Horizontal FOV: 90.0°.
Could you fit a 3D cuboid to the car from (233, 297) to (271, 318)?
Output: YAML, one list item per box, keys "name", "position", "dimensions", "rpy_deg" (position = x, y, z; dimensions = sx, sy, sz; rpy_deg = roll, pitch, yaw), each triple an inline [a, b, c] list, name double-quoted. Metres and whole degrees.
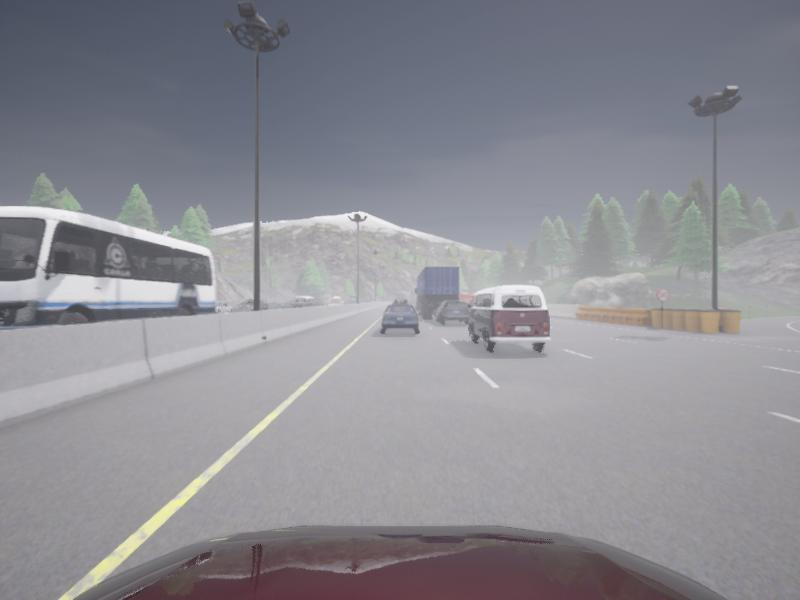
- name: "car"
  position: [-13.988, 0.660, 38.179]
  dimensions: [1.932, 1.855, 4.605]
  rpy_deg: [0, 0, 0]

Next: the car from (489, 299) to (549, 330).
- name: "car"
  position: [7.007, 0.785, 24.162]
  dimensions: [2.152, 1.651, 5.027]
  rpy_deg: [0, 0, 0]

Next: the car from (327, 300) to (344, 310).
- name: "car"
  position: [-10.481, 0.815, 65.194]
  dimensions: [1.801, 1.575, 5.366]
  rpy_deg: [0, 0, 0]

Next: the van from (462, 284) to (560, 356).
- name: "van"
  position: [3.505, 0.573, 13.580]
  dimensions: [2.069, 2.038, 4.480]
  rpy_deg: [0, 0, 0]

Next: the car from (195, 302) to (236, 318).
- name: "car"
  position: [-17.483, 0.877, 38.169]
  dimensions: [1.812, 1.442, 4.674]
  rpy_deg: [0, 0, 0]

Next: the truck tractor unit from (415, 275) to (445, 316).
- name: "truck tractor unit"
  position: [3.211, -0.508, 44.589]
  dimensions: [3.053, 4.208, 6.516]
  rpy_deg: [0, 0, 2]

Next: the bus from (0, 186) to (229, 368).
- name: "bus"
  position: [-10.374, -0.530, 14.503]
  dimensions: [3.944, 4.253, 10.273]
  rpy_deg: [0, 0, 0]

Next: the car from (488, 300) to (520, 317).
- name: "car"
  position: [10.512, 0.786, 40.874]
  dimensions: [2.033, 1.649, 4.856]
  rpy_deg: [0, 0, 0]

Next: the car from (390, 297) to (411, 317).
- name: "car"
  position: [0.029, 0.657, 39.686]
  dimensions: [1.932, 1.855, 4.605]
  rpy_deg: [0, -1, -2]

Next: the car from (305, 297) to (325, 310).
- name: "car"
  position: [-13.981, 0.583, 65.936]
  dimensions: [2.150, 2.045, 5.566]
  rpy_deg: [0, 0, 0]

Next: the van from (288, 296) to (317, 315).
- name: "van"
  position: [-10.488, 0.583, 43.384]
  dimensions: [2.069, 2.038, 4.480]
  rpy_deg: [0, 0, 0]

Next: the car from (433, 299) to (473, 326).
- name: "car"
  position: [3.509, 0.791, 27.239]
  dimensions: [2.033, 1.649, 4.856]
  rpy_deg: [0, 0, 0]

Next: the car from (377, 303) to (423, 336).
- name: "car"
  position: [0.008, 0.899, 20.447]
  dimensions: [2.033, 1.411, 5.357]
  rpy_deg: [0, 0, 0]

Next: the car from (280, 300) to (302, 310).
- name: "car"
  position: [-17.480, 0.794, 64.622]
  dimensions: [2.152, 1.651, 5.027]
  rpy_deg: [0, 0, 0]

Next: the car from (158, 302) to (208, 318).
- name: "car"
  position: [-20.988, 0.903, 39.029]
  dimensions: [2.033, 1.411, 5.357]
  rpy_deg: [0, 0, 0]

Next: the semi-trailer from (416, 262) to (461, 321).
- name: "semi-trailer"
  position: [3.150, -0.609, 36.678]
  dimensions: [2.717, 4.402, 14.254]
  rpy_deg: [0, 0, 0]
